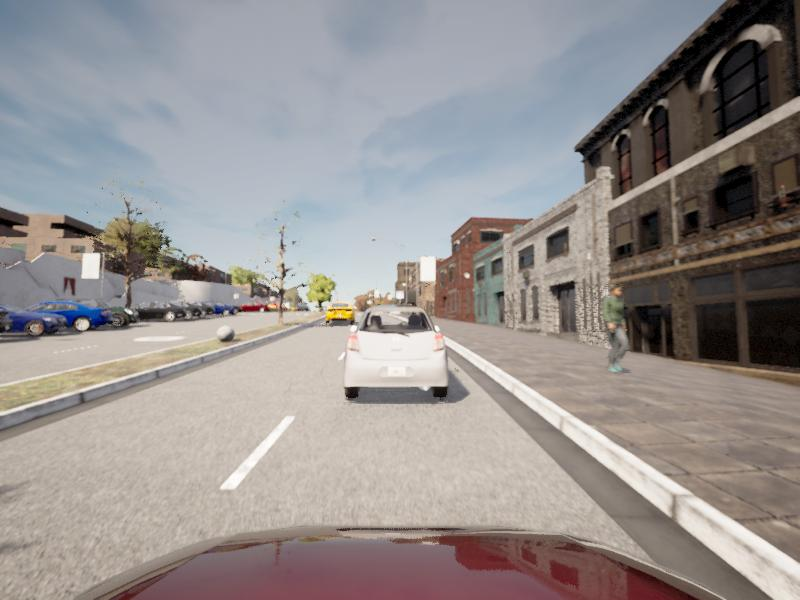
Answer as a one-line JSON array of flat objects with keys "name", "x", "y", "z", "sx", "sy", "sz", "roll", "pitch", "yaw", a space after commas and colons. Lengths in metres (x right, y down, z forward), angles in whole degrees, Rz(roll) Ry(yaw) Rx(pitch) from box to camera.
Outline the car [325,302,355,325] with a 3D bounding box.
[{"name": "car", "x": -4.279, "y": 0.886, "z": 29.256, "sx": 1.882, "sy": 1.535, "sz": 5.008, "roll": 0, "pitch": 0, "yaw": -5}]

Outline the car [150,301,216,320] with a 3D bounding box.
[{"name": "car", "x": -18.787, "y": 0.841, "z": 34.856, "sx": 4.892, "sy": 1.521, "sz": 2.231, "roll": 0, "pitch": 0, "yaw": -26}]

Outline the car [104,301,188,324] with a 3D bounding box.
[{"name": "car", "x": -18.172, "y": 0.825, "z": 28.973, "sx": 4.892, "sy": 1.521, "sz": 2.231, "roll": 0, "pitch": 0, "yaw": -25}]

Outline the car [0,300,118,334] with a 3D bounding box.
[{"name": "car", "x": -17.457, "y": 0.809, "z": 20.145, "sx": 5.008, "sy": 1.535, "sz": 2.097, "roll": -1, "pitch": 0, "yaw": -23}]

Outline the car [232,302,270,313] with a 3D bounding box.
[{"name": "car", "x": -21.763, "y": 1.046, "z": 58.416, "sx": 5.008, "sy": 1.535, "sz": 2.097, "roll": 0, "pitch": -1, "yaw": -27}]

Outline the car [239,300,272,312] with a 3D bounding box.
[{"name": "car", "x": -22.180, "y": 0.971, "z": 61.356, "sx": 4.553, "sy": 1.767, "sz": 2.185, "roll": 0, "pitch": -1, "yaw": -27}]

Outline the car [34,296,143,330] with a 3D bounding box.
[{"name": "car", "x": -17.704, "y": 0.688, "z": 23.079, "sx": 4.553, "sy": 1.767, "sz": 2.185, "roll": 0, "pitch": 0, "yaw": -24}]

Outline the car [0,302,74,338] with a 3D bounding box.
[{"name": "car", "x": -17.281, "y": 0.848, "z": 17.200, "sx": 4.674, "sy": 1.452, "sz": 2.002, "roll": -1, "pitch": 0, "yaw": -23}]

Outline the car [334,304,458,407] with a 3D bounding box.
[{"name": "car", "x": -0.094, "y": 0.838, "z": 7.791, "sx": 1.845, "sy": 1.501, "sz": 3.633, "roll": 0, "pitch": 0, "yaw": -1}]

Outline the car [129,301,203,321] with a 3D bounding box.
[{"name": "car", "x": -18.467, "y": 0.832, "z": 31.914, "sx": 4.892, "sy": 1.521, "sz": 2.231, "roll": 0, "pitch": 0, "yaw": -26}]

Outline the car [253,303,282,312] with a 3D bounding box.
[{"name": "car", "x": -23.287, "y": 1.325, "z": 70.219, "sx": 4.674, "sy": 1.452, "sz": 2.002, "roll": 0, "pitch": -2, "yaw": -27}]

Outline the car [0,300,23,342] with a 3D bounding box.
[{"name": "car", "x": -17.114, "y": 0.807, "z": 14.247, "sx": 4.892, "sy": 1.521, "sz": 2.231, "roll": -1, "pitch": 0, "yaw": -22}]

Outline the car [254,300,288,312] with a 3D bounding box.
[{"name": "car", "x": -23.641, "y": 1.110, "z": 73.197, "sx": 5.566, "sy": 2.045, "sz": 2.435, "roll": 0, "pitch": -2, "yaw": -27}]

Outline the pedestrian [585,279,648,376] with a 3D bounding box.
[{"name": "pedestrian", "x": 4.402, "y": 0.548, "z": 8.171, "sx": 0.751, "sy": 1.860, "sz": 0.751, "roll": 2, "pitch": -4, "yaw": -21}]

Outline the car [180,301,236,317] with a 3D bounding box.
[{"name": "car", "x": -19.512, "y": 0.863, "z": 40.725, "sx": 5.008, "sy": 1.535, "sz": 2.097, "roll": 0, "pitch": 0, "yaw": -27}]

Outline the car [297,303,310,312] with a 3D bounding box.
[{"name": "car", "x": -19.594, "y": 1.566, "z": 81.302, "sx": 1.930, "sy": 1.638, "sz": 5.238, "roll": 1, "pitch": -2, "yaw": -7}]

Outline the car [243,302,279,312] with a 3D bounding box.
[{"name": "car", "x": -22.365, "y": 1.151, "z": 64.410, "sx": 5.366, "sy": 1.575, "sz": 1.946, "roll": 0, "pitch": -1, "yaw": -27}]

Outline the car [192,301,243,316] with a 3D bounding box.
[{"name": "car", "x": -19.884, "y": 0.879, "z": 43.664, "sx": 5.008, "sy": 1.535, "sz": 2.097, "roll": 0, "pitch": -1, "yaw": -27}]

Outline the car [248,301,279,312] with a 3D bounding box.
[{"name": "car", "x": -22.935, "y": 1.092, "z": 67.259, "sx": 4.553, "sy": 1.767, "sz": 2.185, "roll": 0, "pitch": -1, "yaw": -27}]
